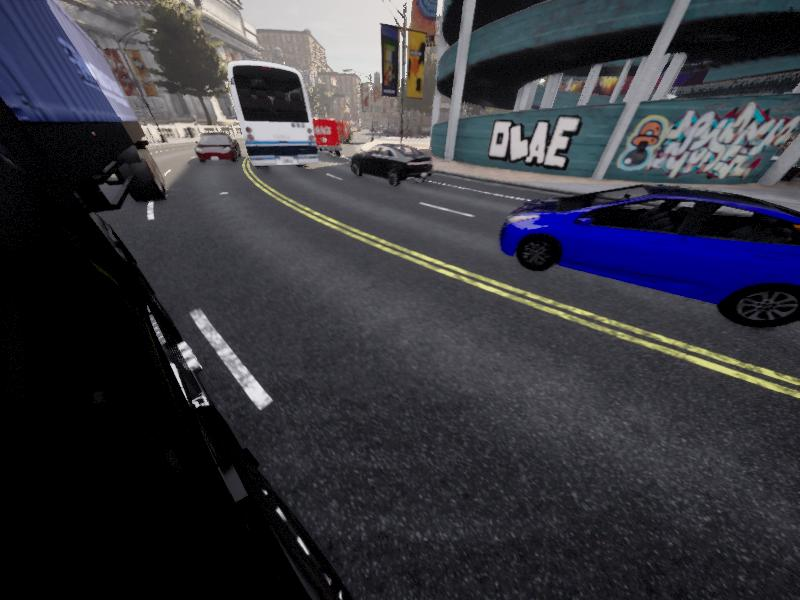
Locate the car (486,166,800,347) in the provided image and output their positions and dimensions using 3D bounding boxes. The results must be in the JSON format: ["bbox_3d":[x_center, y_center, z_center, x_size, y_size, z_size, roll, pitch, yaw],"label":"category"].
[{"bbox_3d":[4.254,-1.146,4.068,4.514,1.525,2.007,23,42,25],"label":"car"}]

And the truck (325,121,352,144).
[{"bbox_3d":[-8.743,-24.410,33.605,2.627,2.467,5.204,1,37,-2],"label":"truck"}]

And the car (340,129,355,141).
[{"bbox_3d":[-8.852,-28.089,39.256,1.789,1.549,3.705,1,37,-2],"label":"car"}]

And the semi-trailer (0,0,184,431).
[{"bbox_3d":[-7.888,-4.039,4.909,2.717,4.402,14.254,-25,45,-31],"label":"semi-trailer"}]

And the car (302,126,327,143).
[{"bbox_3d":[-12.251,-24.017,33.406,1.932,1.855,4.605,1,37,-2],"label":"car"}]

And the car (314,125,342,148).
[{"bbox_3d":[-8.532,-19.888,27.952,2.150,2.045,5.566,-1,37,-4],"label":"car"}]

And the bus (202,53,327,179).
[{"bbox_3d":[-8.137,-10.890,14.182,3.944,4.253,10.273,-17,42,-23],"label":"bus"}]

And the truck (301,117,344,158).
[{"bbox_3d":[-6.637,-13.735,19.492,2.627,2.467,5.204,-11,38,-17],"label":"truck"}]

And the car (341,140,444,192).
[{"bbox_3d":[-0.553,-6.663,11.187,2.128,1.511,4.902,-27,46,-33],"label":"car"}]

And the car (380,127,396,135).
[{"bbox_3d":[-3.589,-51.657,70.654,4.553,1.767,2.097,10,38,11],"label":"car"}]

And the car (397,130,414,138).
[{"bbox_3d":[1.400,-41.670,57.965,4.181,1.385,1.994,3,37,1],"label":"car"}]

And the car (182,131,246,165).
[{"bbox_3d":[-11.930,-10.101,15.242,2.163,1.488,4.792,-13,39,-19],"label":"car"}]

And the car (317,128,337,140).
[{"bbox_3d":[-12.363,-28.241,39.311,2.007,1.525,4.514,1,37,-2],"label":"car"}]

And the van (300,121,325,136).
[{"bbox_3d":[-19.160,-37.833,50.995,2.351,2.431,6.366,6,37,5],"label":"van"}]

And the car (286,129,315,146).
[{"bbox_3d":[-11.994,-19.879,28.205,2.007,1.525,4.514,-1,37,-5],"label":"car"}]

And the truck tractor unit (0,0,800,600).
[{"bbox_3d":[-2.645,-0.295,0.351,6.516,4.208,3.053,28,44,30],"label":"truck tractor unit"}]
